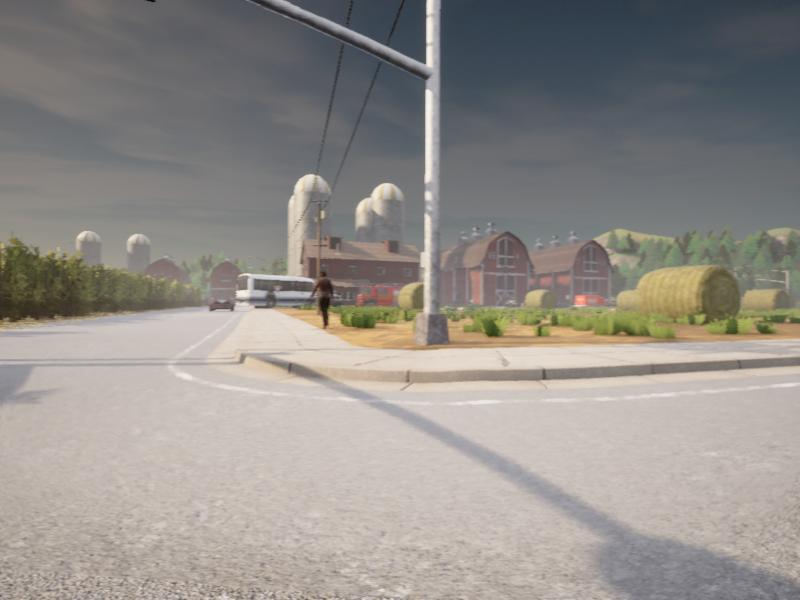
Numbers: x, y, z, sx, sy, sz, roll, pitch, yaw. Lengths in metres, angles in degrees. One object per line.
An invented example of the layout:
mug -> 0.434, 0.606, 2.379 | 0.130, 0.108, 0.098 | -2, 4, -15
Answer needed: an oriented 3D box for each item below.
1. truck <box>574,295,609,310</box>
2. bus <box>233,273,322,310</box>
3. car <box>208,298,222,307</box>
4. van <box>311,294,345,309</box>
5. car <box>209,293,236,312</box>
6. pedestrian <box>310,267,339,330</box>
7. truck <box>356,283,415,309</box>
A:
truck -> 33.666, 0.436, 70.336 | 5.204, 2.467, 2.627 | 1, 0, -21
bus -> -15.451, -0.913, 51.304 | 3.944, 4.253, 10.273 | 0, 0, 41
car -> -32.665, 0.476, 70.692 | 2.038, 1.542, 4.974 | 1, 0, -22
van -> -10.327, 0.261, 57.210 | 4.480, 2.038, 2.069 | 1, 0, -21
car -> -17.627, 0.247, 39.882 | 2.097, 1.767, 4.553 | 1, 0, -20
pedestrian -> -2.331, -0.036, 12.360 | 0.751, 1.860, 0.751 | 1, 0, -21
truck -> -2.156, -0.553, 60.349 | 8.468, 3.827, 2.891 | 1, 0, -21
